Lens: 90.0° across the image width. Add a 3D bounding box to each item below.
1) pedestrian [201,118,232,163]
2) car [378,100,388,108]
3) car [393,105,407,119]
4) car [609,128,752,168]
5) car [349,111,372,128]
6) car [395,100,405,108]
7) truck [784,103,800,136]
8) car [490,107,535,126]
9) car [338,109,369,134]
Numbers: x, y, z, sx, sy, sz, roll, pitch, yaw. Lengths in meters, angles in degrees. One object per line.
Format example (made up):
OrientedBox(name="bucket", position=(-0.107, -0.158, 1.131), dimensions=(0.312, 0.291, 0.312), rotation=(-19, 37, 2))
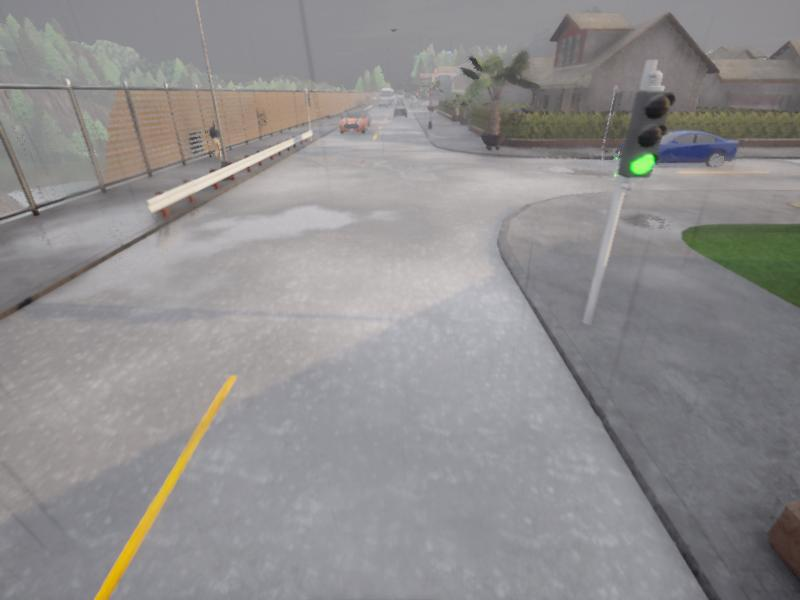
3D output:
OrientedBox(name="pedestrian", position=(-8.495, -7.405, 18.588), dimensions=(0.751, 1.860, 0.751), rotation=(1, 27, 1))
OrientedBox(name="car", position=(-3.888, -45.576, 92.960), dimensions=(2.152, 1.651, 5.027), rotation=(1, 27, 1))
OrientedBox(name="car", position=(0.053, -26.178, 55.532), dimensions=(1.882, 1.535, 5.008), rotation=(0, 27, 0))
OrientedBox(name="car", position=(12.838, -7.096, 18.624), dimensions=(5.008, 1.535, 1.882), rotation=(0, 27, 0))
OrientedBox(name="car", position=(-3.966, -18.602, 41.062), dimensions=(1.994, 1.385, 4.181), rotation=(0, 27, 0))
OrientedBox(name="car", position=(0.095, -45.202, 92.183), dimensions=(2.242, 1.667, 4.611), rotation=(0, 27, 0))
OrientedBox(name="truck", position=(29.281, -12.013, 26.989), dimensions=(2.069, 2.038, 4.478), rotation=(0, 30, 0))
OrientedBox(name="car", position=(10.595, -17.417, 37.922), dimensions=(3.633, 1.501, 1.845), rotation=(-1, 27, -2))
OrientedBox(name="car", position=(-3.935, -15.422, 34.447), dimensions=(2.097, 1.767, 4.553), rotation=(0, 27, 0))
